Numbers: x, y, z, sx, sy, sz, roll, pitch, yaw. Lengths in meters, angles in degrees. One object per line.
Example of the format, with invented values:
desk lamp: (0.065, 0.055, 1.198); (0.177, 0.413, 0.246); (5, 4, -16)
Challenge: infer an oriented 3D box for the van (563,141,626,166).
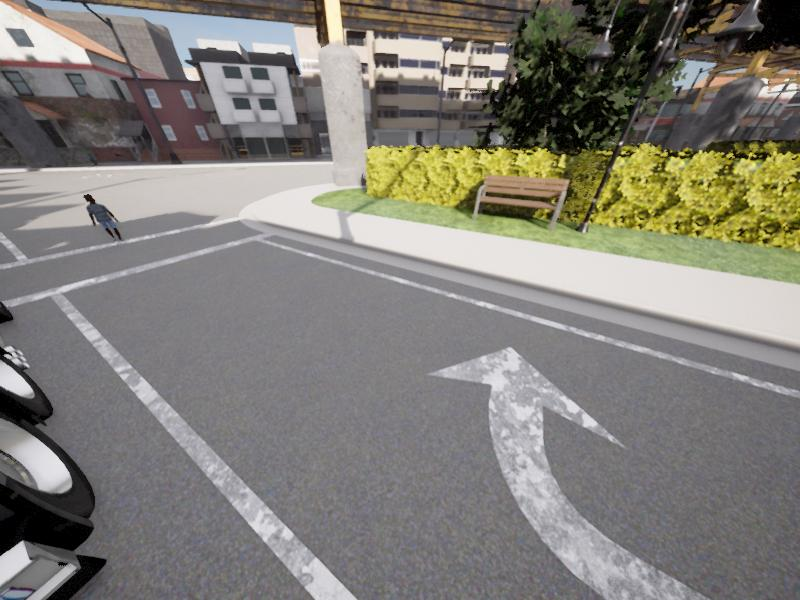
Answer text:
van: (19.746, -14.995, 23.583); (4.480, 2.038, 2.069); (-9, 36, -12)

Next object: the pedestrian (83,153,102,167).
pedestrian: (-29.649, -13.490, 22.280); (0.500, 1.100, 0.500); (-10, 36, -14)

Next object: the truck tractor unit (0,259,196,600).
truck tractor unit: (-5.108, -0.302, 0.799); (6.516, 4.208, 3.053); (18, 39, 25)

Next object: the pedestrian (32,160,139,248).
pedestrian: (-7.725, -2.413, 5.837); (0.751, 1.860, 0.751); (-27, 43, -33)
